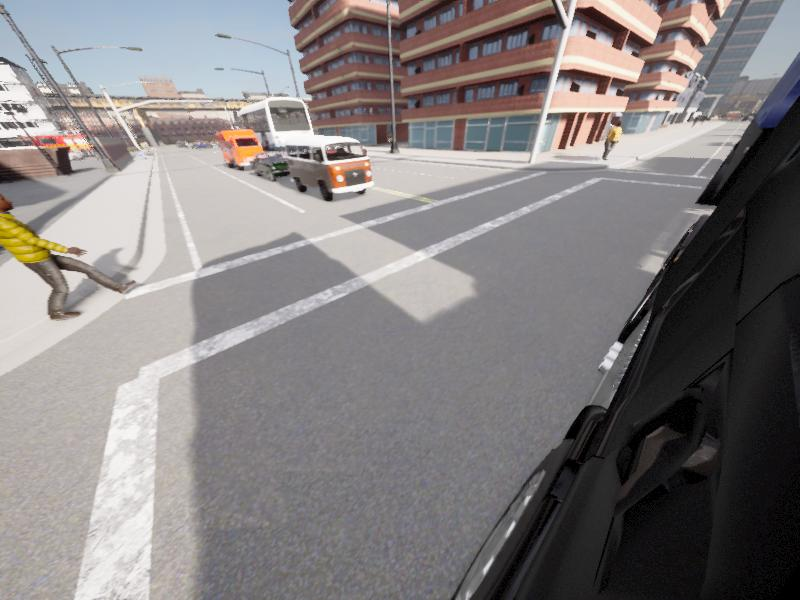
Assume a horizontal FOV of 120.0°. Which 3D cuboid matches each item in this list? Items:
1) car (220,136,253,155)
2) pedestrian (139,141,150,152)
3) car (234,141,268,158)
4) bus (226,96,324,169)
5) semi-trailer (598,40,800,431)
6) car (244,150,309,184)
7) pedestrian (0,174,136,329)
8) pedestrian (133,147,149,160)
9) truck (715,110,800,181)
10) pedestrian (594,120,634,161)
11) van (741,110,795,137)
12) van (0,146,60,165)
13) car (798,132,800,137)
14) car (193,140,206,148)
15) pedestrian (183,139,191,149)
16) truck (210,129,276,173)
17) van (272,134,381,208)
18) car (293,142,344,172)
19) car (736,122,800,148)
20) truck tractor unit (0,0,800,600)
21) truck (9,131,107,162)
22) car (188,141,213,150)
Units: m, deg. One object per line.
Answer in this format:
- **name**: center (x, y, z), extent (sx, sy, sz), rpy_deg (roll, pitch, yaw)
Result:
- **car**: center (-23.636, -22.369, 33.388), extent (2.150, 2.045, 5.566), rpy_deg (-31, 45, -32)
- **pedestrian**: center (-54.417, -32.589, 49.156), extent (0.751, 1.860, 0.751), rpy_deg (-29, 44, -31)
- **car**: center (-18.460, -18.724, 28.610), extent (2.038, 1.542, 4.974), rpy_deg (-30, 44, -31)
- **bus**: center (-11.484, -14.943, 20.831), extent (3.944, 4.253, 10.273), rpy_deg (-29, 44, -30)
- **semi-trailer**: center (8.692, -3.609, 4.234), extent (14.254, 4.402, 2.717), rpy_deg (-28, 44, -30)
- **car**: center (-7.545, -8.150, 13.962), extent (1.895, 1.301, 4.718), rpy_deg (-29, 44, -31)
- **pedestrian**: center (-4.944, -0.636, 3.232), extent (0.751, 1.860, 0.751), rpy_deg (23, 44, 30)
- **pedestrian**: center (-32.332, -18.287, 28.819), extent (0.751, 1.300, 0.751), rpy_deg (-26, 43, -28)
- **truck**: center (16.691, -6.954, 10.131), extent (6.274, 2.098, 2.390), rpy_deg (-28, 44, -30)
- **pedestrian**: center (12.030, -9.011, 13.087), extent (0.751, 1.860, 0.751), rpy_deg (1, 37, 4)
- **van**: center (36.999, -17.790, 23.374), extent (4.480, 2.038, 2.069), rpy_deg (-27, 43, -30)
- **van**: center (-55.877, -21.874, 34.811), extent (4.480, 2.038, 2.069), rpy_deg (-28, 44, -30)
- **car**: center (38.954, -16.041, 21.025), extent (3.866, 1.878, 1.905), rpy_deg (-28, 44, -30)
- **car**: center (-53.341, -41.560, 61.388), extent (1.801, 1.575, 5.366), rpy_deg (-29, 44, -31)
- **pedestrian**: center (-51.304, -37.623, 55.685), extent (0.751, 1.860, 0.751), rpy_deg (-27, 43, -29)
- **truck**: center (-12.358, -11.772, 18.135), extent (2.627, 2.467, 5.204), rpy_deg (-29, 44, -30)
- **van**: center (-3.050, -5.442, 9.428), extent (2.069, 2.038, 4.480), rpy_deg (-29, 44, -31)
- **car**: center (-5.870, -10.333, 16.578), extent (1.845, 1.501, 3.633), rpy_deg (-29, 44, -31)
- **car**: center (27.594, -12.490, 17.438), extent (4.181, 1.385, 1.994), rpy_deg (-29, 44, -30)
- **truck tractor unit**: center (2.645, -0.295, 0.351), extent (6.516, 4.208, 3.053), rpy_deg (-28, 44, -30)
- **truck**: center (-58.360, -26.760, 40.004), extent (8.468, 3.827, 2.891), rpy_deg (-28, 44, -30)
- **car**: center (-43.213, -33.548, 50.147), extent (3.806, 1.475, 1.970), rpy_deg (-25, 42, -27)
